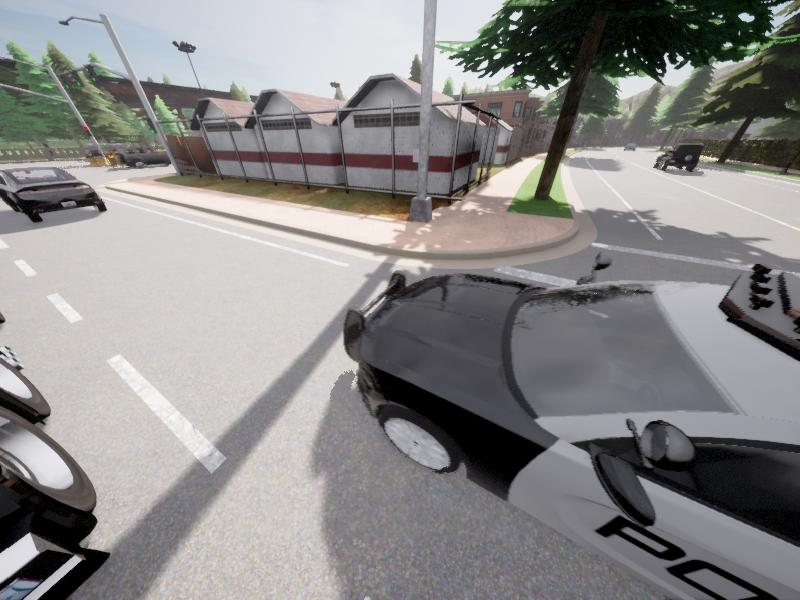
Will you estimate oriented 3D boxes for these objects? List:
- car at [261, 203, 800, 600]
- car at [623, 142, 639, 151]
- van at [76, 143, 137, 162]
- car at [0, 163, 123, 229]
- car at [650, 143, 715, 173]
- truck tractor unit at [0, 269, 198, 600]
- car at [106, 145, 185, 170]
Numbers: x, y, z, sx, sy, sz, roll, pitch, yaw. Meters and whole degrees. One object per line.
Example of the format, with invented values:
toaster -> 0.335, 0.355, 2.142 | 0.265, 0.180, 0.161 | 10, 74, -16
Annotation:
car -> 1.875, 0.684, 1.564 | 5.238, 1.638, 1.930 | 18, 39, 24
car -> 49.901, -33.114, 49.858 | 2.033, 1.411, 5.357 | 26, 43, 33
van -> -39.630, -20.083, 31.377 | 1.775, 1.987, 4.442 | 16, 38, 22
car -> -13.221, -4.064, 8.604 | 4.902, 1.511, 2.128 | 18, 39, 24
car -> 22.645, -11.620, 18.786 | 1.905, 1.878, 3.866 | 19, 39, 25
truck tractor unit -> -5.120, -0.291, 0.767 | 6.516, 4.208, 3.053 | 18, 39, 24
car -> -25.147, -14.330, 23.111 | 1.932, 1.855, 4.605 | 16, 39, 22
